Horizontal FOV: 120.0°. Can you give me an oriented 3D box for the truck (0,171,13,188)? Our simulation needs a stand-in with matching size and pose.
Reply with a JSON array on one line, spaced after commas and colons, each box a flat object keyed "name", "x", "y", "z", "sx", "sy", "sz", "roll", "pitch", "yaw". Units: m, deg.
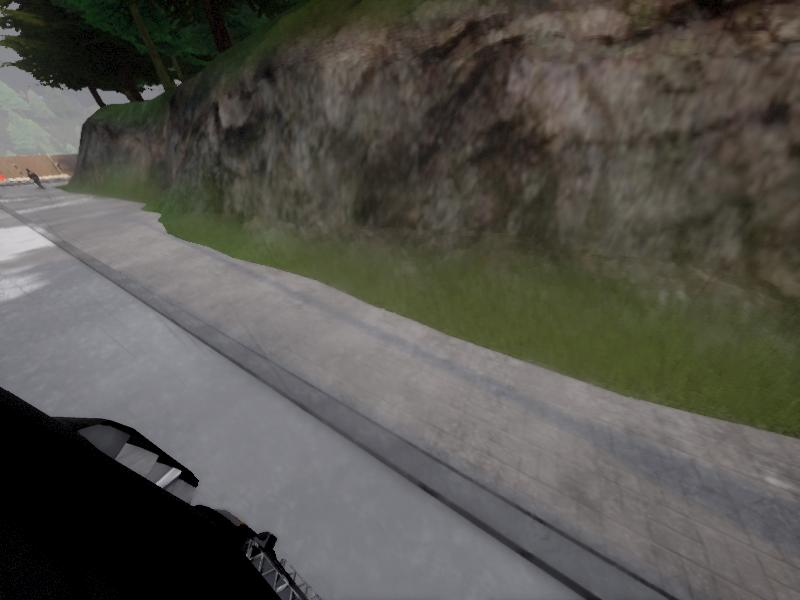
[{"name": "truck", "x": -49.727, "y": -13.925, "z": 26.267, "sx": 2.627, "sy": 2.467, "sz": 5.204, "roll": 16, "pitch": 38, "yaw": 26}]

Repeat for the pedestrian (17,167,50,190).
[{"name": "pedestrian", "x": -34.285, "y": -11.398, "z": 21.634, "sx": 0.751, "sy": 1.860, "sz": 0.751, "roll": 16, "pitch": 38, "yaw": 26}]
